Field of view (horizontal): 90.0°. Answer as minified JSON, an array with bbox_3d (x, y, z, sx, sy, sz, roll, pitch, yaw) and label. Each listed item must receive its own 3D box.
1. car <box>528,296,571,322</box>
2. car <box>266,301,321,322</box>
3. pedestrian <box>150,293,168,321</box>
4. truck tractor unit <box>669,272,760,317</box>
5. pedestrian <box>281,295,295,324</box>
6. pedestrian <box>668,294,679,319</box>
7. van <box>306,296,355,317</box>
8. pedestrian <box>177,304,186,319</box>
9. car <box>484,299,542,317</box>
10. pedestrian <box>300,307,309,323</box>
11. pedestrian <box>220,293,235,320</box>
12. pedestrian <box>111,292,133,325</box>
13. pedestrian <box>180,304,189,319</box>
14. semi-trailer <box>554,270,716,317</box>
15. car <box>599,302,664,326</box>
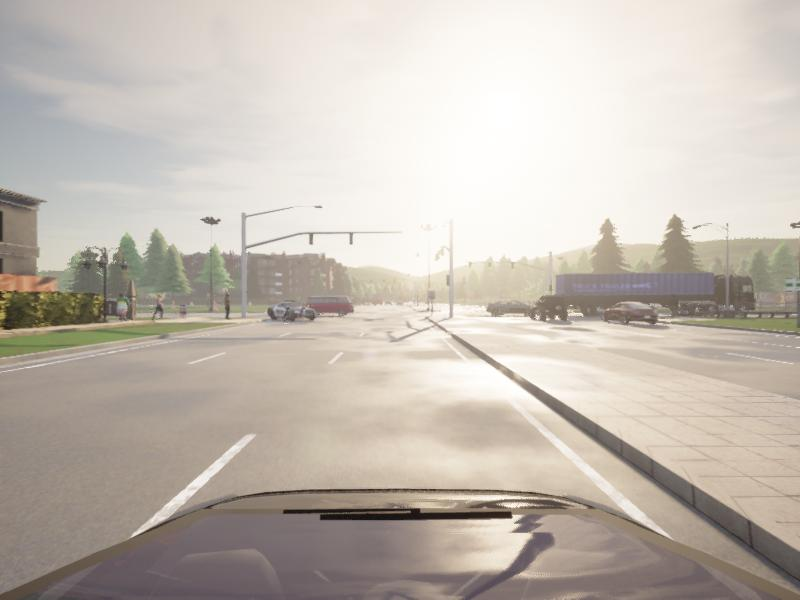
[{"bbox_3d":[11.505,0.635,31.128,1.905,1.878,3.866,0,0,0],"label":"car"},{"bbox_3d":[-8.390,0.816,31.210,2.038,1.542,4.974,0,0,-43],"label":"car"},{"bbox_3d":[-16.241,0.476,26.942,0.751,1.860,0.751,0,0,19],"label":"pedestrian"},{"bbox_3d":[30.584,-0.531,39.098,6.516,4.208,3.053,0,0,-1],"label":"truck tractor unit"},{"bbox_3d":[-7.508,0.630,26.846,0.751,1.860,0.751,0,0,-2],"label":"pedestrian"},{"bbox_3d":[21.051,0.475,30.803,0.751,1.860,0.751,0,0,34],"label":"pedestrian"},{"bbox_3d":[-6.667,0.587,38.721,4.442,1.987,1.775,0,0,-1],"label":"van"},{"bbox_3d":[-16.442,0.855,30.122,0.500,1.100,0.500,0,0,-40],"label":"pedestrian"},{"bbox_3d":[10.935,0.767,38.902,5.027,1.651,2.152,0,0,-1],"label":"car"},{"bbox_3d":[-6.417,1.009,26.840,0.500,1.100,0.500,0,0,0],"label":"pedestrian"},{"bbox_3d":[-11.827,0.445,27.473,0.751,1.860,0.751,0,0,-1],"label":"pedestrian"},{"bbox_3d":[-16.025,0.477,23.105,0.751,1.860,0.751,0,0,0],"label":"pedestrian"},{"bbox_3d":[-16.045,0.855,29.758,0.500,1.100,0.500,0,0,-17],"label":"pedestrian"},{"bbox_3d":[22.672,-0.629,39.015,14.254,4.402,2.717,0,0,-1],"label":"semi-trailer"},{"bbox_3d":[15.172,0.861,26.578,1.812,1.442,4.674,0,0,3],"label":"car"}]
